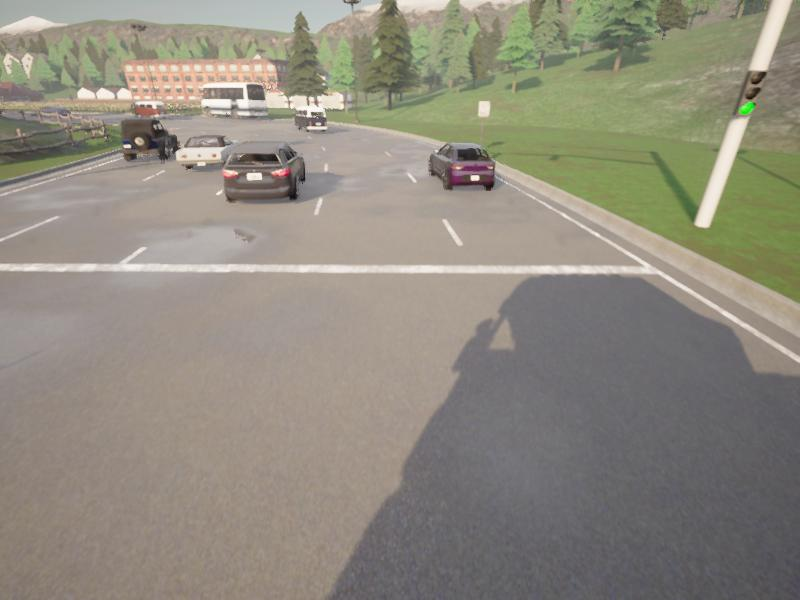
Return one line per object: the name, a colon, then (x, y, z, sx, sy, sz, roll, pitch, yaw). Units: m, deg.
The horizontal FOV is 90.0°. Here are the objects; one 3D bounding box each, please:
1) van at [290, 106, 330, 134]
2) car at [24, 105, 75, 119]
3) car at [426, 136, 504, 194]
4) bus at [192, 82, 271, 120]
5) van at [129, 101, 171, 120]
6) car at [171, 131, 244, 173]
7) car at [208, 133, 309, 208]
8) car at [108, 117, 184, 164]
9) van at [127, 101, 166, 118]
van: (-8.045, -16.131, 35.694, 2.069, 2.038, 4.480, -13, 30, -27)
car: (-45.521, -24.445, 52.053, 4.792, 1.488, 2.163, 5, 28, 10)
car: (2.281, -5.263, 15.283, 1.816, 1.474, 4.193, -3, 27, -6)
bus: (-22.467, -26.575, 53.423, 10.273, 4.253, 3.944, 17, 30, 29)
van: (-32.212, -24.429, 51.559, 4.480, 2.038, 2.069, 12, 28, 21)
car: (-8.859, -7.087, 18.899, 1.895, 1.301, 4.718, -4, 28, -9)
car: (-4.509, -4.573, 13.650, 2.242, 1.667, 4.611, -3, 28, -6)
car: (-12.867, -8.320, 20.601, 1.905, 1.878, 3.866, -5, 28, -12)
van: (-35.618, -26.818, 56.226, 4.442, 1.987, 1.775, 9, 28, 16)
